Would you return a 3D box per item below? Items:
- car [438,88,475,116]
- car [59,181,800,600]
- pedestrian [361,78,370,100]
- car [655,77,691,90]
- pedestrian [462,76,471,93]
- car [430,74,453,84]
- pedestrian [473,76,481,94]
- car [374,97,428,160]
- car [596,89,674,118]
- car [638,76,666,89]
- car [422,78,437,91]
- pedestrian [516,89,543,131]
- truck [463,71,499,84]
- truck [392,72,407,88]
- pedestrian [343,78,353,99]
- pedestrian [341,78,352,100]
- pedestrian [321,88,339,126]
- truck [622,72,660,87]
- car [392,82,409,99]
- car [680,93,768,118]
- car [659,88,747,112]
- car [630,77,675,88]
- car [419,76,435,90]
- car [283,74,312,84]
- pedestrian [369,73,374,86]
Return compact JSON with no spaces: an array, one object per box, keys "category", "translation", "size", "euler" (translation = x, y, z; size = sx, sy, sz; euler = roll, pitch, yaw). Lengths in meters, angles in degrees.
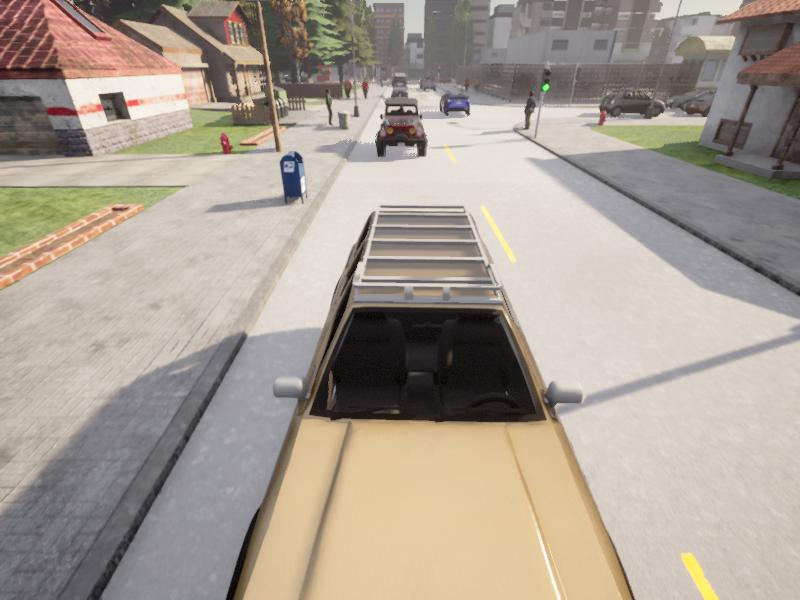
[{"category":"car","translation":[4.032,-14.524,29.296],"size":[2.007,1.525,4.514],"euler":[0,30,0]},{"category":"car","translation":[0.181,0.542,3.215],"size":[1.932,1.855,4.605],"euler":[1,30,1]},{"category":"pedestrian","translation":[-3.332,-20.448,38.829],"size":[0.751,1.860,0.751],"euler":[0,30,-1]},{"category":"car","translation":[39.339,-31.275,57.778],"size":[3.633,1.501,1.845],"euler":[0,30,0]},{"category":"pedestrian","translation":[8.289,-26.780,49.649],"size":[0.751,1.860,0.751],"euler":[-5,31,-8]},{"category":"car","translation":[7.999,-42.276,76.627],"size":[3.988,1.617,1.851],"euler":[-17,34,-27]},{"category":"pedestrian","translation":[9.243,-25.836,48.036],"size":[0.751,1.860,0.751],"euler":[0,30,0]},{"category":"car","translation":[0.052,-7.004,16.089],"size":[1.905,1.878,3.866],"euler":[0,30,0]},{"category":"car","translation":[16.110,-13.581,27.608],"size":[3.988,1.617,1.851],"euler":[0,30,0]},{"category":"car","translation":[38.769,-33.533,61.616],"size":[1.789,1.547,3.705],"euler":[0,30,0]},{"category":"car","translation":[4.048,-30.001,55.728],"size":[1.845,1.501,3.633],"euler":[0,30,0]},{"category":"pedestrian","translation":[6.651,-9.766,20.586],"size":[0.751,1.860,0.751],"euler":[-16,34,-25]},{"category":"truck","translation":[15.503,-42.850,77.123],"size":[6.274,2.098,2.390],"euler":[0,30,0]},{"category":"truck","translation":[-0.064,-36.931,67.005],"size":[2.390,2.098,6.274],"euler":[0,30,1]},{"category":"pedestrian","translation":[-5.259,-21.382,40.424],"size":[0.751,1.860,0.751],"euler":[1,30,2]},{"category":"pedestrian","translation":[-5.183,-20.347,38.655],"size":[0.751,1.860,0.751],"euler":[2,30,4]},{"category":"pedestrian","translation":[-3.889,-10.710,22.192],"size":[0.751,1.860,0.751],"euler":[-7,31,-12]},{"category":"truck","translation":[39.096,-35.855,65.108],"size":[4.478,2.038,2.069],"euler":[0,30,0]},{"category":"car","translation":[0.040,-22.918,43.685],"size":[1.816,1.474,4.193],"euler":[0,30,0]},{"category":"car","translation":[22.235,-13.448,27.618],"size":[4.181,1.385,1.994],"euler":[-1,30,-1]},{"category":"car","translation":[23.391,-15.546,31.062],"size":[4.902,1.511,2.128],"euler":[0,30,0]},{"category":"car","translation":[38.929,-33.586,61.848],"size":[5.357,1.415,2.033],"euler":[0,30,0]},{"category":"car","translation":[4.047,-33.084,60.901],"size":[2.033,1.649,4.856],"euler":[0,30,0]},{"category":"car","translation":[-19.728,-42.647,77.236],"size":[5.027,1.651,2.152],"euler":[0,30,0]},{"category":"pedestrian","translation":[-4.762,-36.990,67.088],"size":[0.751,1.860,0.751],"euler":[2,30,3]}]
